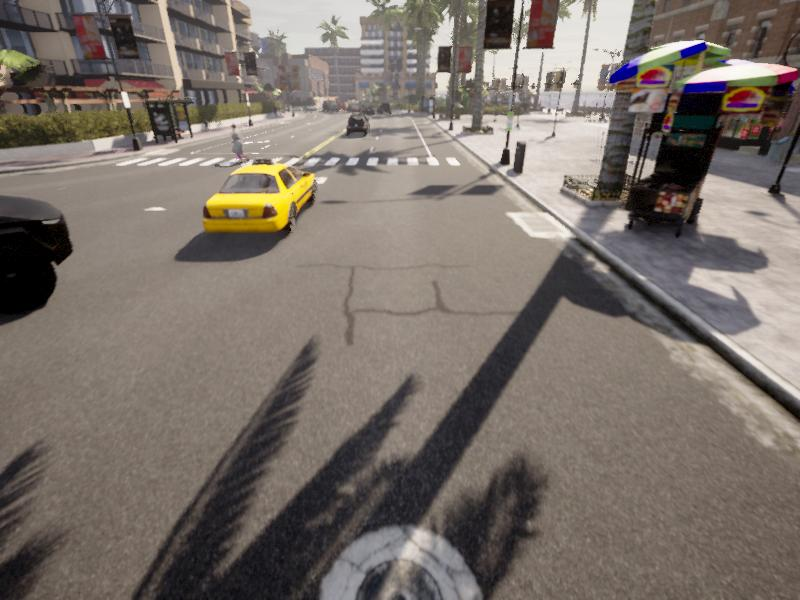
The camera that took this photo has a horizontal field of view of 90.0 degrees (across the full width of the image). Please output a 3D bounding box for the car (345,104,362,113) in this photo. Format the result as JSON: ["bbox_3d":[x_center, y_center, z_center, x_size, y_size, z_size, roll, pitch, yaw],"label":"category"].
[{"bbox_3d":[-9.002,-37.075,77.458,1.994,1.385,4.181,-12,29,-21],"label":"car"}]

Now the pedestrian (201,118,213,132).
[{"bbox_3d":[-16.747,-15.191,34.717,0.500,1.100,0.500,1,27,3],"label":"pedestrian"}]

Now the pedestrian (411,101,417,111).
[{"bbox_3d":[2.774,-38.332,78.984,0.751,1.860,0.751,-11,29,-20],"label":"pedestrian"}]

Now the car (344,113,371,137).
[{"bbox_3d":[-3.548,-15.057,34.261,1.851,1.617,3.988,0,27,0],"label":"car"}]

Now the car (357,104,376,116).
[{"bbox_3d":[-5.752,-32.581,68.525,2.242,1.667,4.611,-7,28,-14],"label":"car"}]

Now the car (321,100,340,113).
[{"bbox_3d":[-13.808,-38.391,79.324,2.150,2.045,5.566,-12,29,-21],"label":"car"}]

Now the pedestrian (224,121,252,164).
[{"bbox_3d":[-7.947,-7.727,19.641,0.751,1.860,0.751,0,27,0],"label":"pedestrian"}]

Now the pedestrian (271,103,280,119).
[{"bbox_3d":[-16.553,-25.150,53.310,0.751,1.860,0.751,0,27,1],"label":"pedestrian"}]

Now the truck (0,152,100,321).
[{"bbox_3d":[-8.196,-0.417,5.174,6.274,2.098,2.390,-24,35,-38],"label":"truck"}]

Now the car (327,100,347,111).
[{"bbox_3d":[-13.529,-41.567,85.519,2.150,2.045,5.566,-16,31,-28],"label":"car"}]

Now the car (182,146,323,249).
[{"bbox_3d":[-3.512,-3.041,10.848,1.801,1.575,5.366,0,27,0],"label":"car"}]

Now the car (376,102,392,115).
[{"bbox_3d":[-2.823,-33.975,70.873,1.905,1.878,3.866,-7,28,-14],"label":"car"}]
